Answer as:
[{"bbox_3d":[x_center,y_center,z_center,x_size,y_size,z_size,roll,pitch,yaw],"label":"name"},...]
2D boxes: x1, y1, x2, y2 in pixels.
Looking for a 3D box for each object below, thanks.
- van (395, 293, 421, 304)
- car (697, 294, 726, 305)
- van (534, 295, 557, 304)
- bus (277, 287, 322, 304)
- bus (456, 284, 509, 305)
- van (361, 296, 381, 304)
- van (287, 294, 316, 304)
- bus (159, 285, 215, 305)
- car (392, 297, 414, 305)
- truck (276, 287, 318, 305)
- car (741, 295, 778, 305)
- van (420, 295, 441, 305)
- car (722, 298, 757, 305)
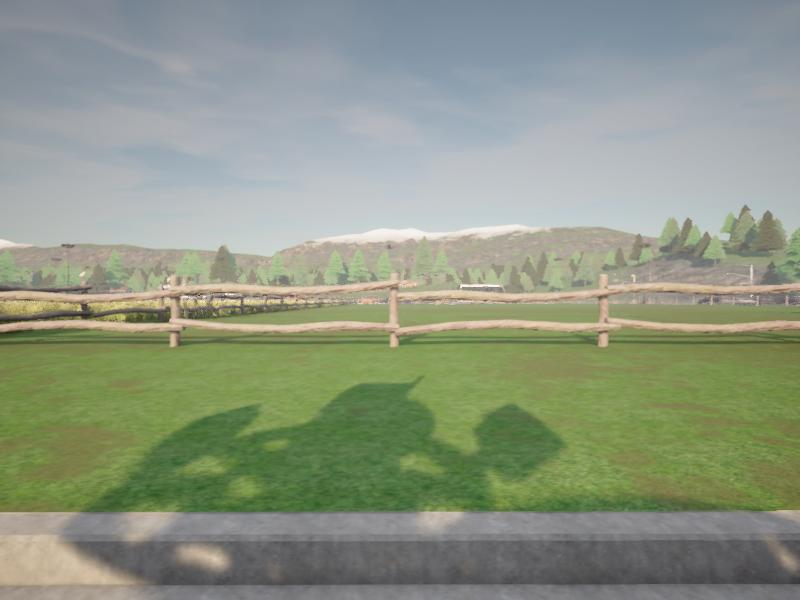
[{"bbox_3d":[1.714,-0.302,91.929,5.915,2.561,1.988,0,0,0],"label":"van"},{"bbox_3d":[53.984,-0.047,69.436,1.905,1.878,3.866,0,0,0],"label":"car"},{"bbox_3d":[32.269,-0.058,88.589,4.442,1.987,1.775,0,0,0],"label":"van"},{"bbox_3d":[-24.783,-1.095,98.920,10.273,4.253,3.944,0,0,0],"label":"bus"},{"bbox_3d":[17.416,-1.168,85.134,10.273,4.253,3.944,0,0,0],"label":"bus"},{"bbox_3d":[-6.628,0.010,91.892,4.442,1.987,1.775,0,0,0],"label":"van"},{"bbox_3d":[-23.415,-0.185,95.304,6.366,2.431,2.351,0,0,0],"label":"van"},{"bbox_3d":[-46.820,-1.056,88.309,10.273,4.253,3.944,0,0,0],"label":"bus"},{"bbox_3d":[0.724,0.223,84.929,4.611,1.667,2.242,0,0,0],"label":"car"},{"bbox_3d":[-22.701,-0.884,88.305,8.468,3.827,2.891,0,0,0],"label":"truck"},{"bbox_3d":[60.983,0.051,67.983,2.242,1.667,4.611,0,0,3],"label":"car"},{"bbox_3d":[6.615,-0.036,88.459,4.480,2.038,2.069,0,0,0],"label":"van"},{"bbox_3d":[57.500,0.245,67.844,1.895,1.301,4.718,0,0,0],"label":"car"}]
